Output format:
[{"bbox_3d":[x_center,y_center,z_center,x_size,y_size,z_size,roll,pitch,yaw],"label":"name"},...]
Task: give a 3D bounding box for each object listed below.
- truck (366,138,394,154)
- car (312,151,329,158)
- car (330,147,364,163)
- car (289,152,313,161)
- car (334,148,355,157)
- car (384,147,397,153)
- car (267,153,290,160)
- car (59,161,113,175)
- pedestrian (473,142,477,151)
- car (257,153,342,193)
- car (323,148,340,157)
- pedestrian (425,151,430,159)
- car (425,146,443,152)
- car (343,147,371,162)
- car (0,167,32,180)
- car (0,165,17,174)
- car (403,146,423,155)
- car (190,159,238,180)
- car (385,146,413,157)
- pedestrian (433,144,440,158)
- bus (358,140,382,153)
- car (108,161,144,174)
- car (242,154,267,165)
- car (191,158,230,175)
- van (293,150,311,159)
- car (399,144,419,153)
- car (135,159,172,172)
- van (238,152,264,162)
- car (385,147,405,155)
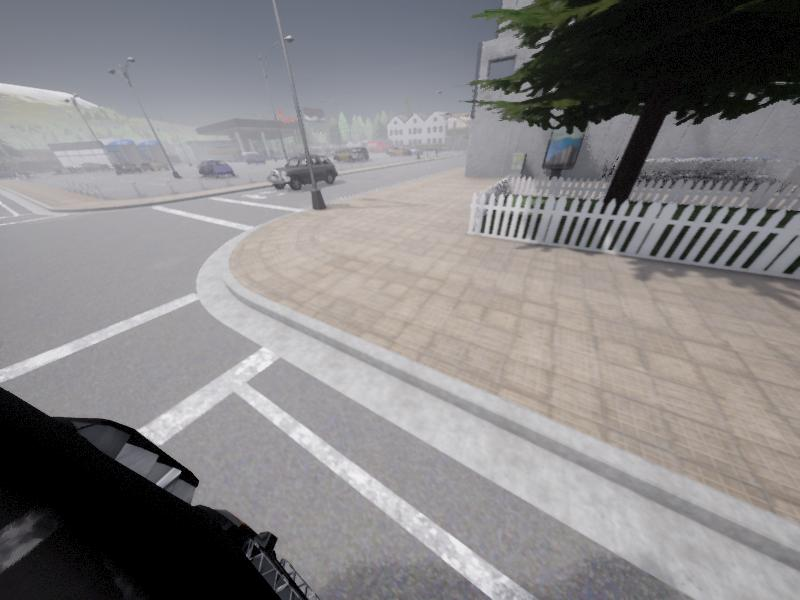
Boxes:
[{"bbox_3d":[-6.238,-48.935,73.512,8.468,3.827,2.891,17,39,27],"label":"truck"},{"bbox_3d":[-20.629,-37.767,59.960,3.806,1.475,1.970,17,38,27],"label":"car"},{"bbox_3d":[-7.992,-21.815,34.865,4.605,1.855,1.932,17,38,27],"label":"car"},{"bbox_3d":[-20.460,-29.672,47.753,4.514,1.523,2.007,17,38,27],"label":"car"},{"bbox_3d":[-13.382,-35.764,56.031,4.605,1.855,1.932,17,38,27],"label":"car"},{"bbox_3d":[-3.034,-49.297,75.883,3.705,1.549,1.789,17,39,27],"label":"car"},{"bbox_3d":[-33.199,-39.415,63.389,2.038,1.542,4.974,17,39,27],"label":"car"},{"bbox_3d":[-54.686,-23.129,40.414,1.930,1.638,5.238,17,39,27],"label":"car"},{"bbox_3d":[20.577,-42.074,63.282,0.751,1.860,0.751,9,36,17],"label":"pedestrian"},{"bbox_3d":[-6.332,-8.499,15.234,1.932,1.855,4.605,17,38,27],"label":"car"},{"bbox_3d":[-18.388,-39.473,61.852,3.866,1.878,1.905,17,38,27],"label":"car"},{"bbox_3d":[4.248,-22.272,35.497,0.500,1.100,0.500,19,39,29],"label":"pedestrian"},{"bbox_3d":[9.744,-42.920,65.780,4.718,1.301,1.895,17,39,27],"label":"car"},{"bbox_3d":[-6.833,-23.367,37.070,3.866,1.878,1.905,17,38,27],"label":"car"},{"bbox_3d":[-59.198,-18.857,34.466,1.816,1.474,4.193,17,39,27],"label":"car"},{"bbox_3d":[-89.437,-28.543,50.716,2.033,1.649,4.856,6,35,13],"label":"car"},{"bbox_3d":[2.887,-32.751,50.734,3.806,1.475,1.970,17,38,27],"label":"car"},{"bbox_3d":[-17.763,-12.503,22.088,3.633,1.501,1.845,17,38,27],"label":"car"},{"bbox_3d":[-0.177,-29.582,46.058,5.027,1.636,2.152,17,38,27],"label":"car"},{"bbox_3d":[6.013,-24.326,37.767,0.751,1.860,0.751,15,38,25],"label":"pedestrian"},{"bbox_3d":[-12.168,-63.737,95.948,3.944,4.253,10.273,17,39,27],"label":"bus"},{"bbox_3d":[-39.987,-19.408,33.758,4.514,1.523,2.007,17,38,27],"label":"car"},{"bbox_3d":[-25.692,-24.762,40.798,3.633,1.501,1.845,17,38,27],"label":"car"},{"bbox_3d":[-22.546,-15.918,27.511,3.806,1.475,1.970,17,38,27],"label":"car"},{"bbox_3d":[-29.071,-43.433,68.766,1.775,1.987,4.442,17,39,27],"label":"van"},{"bbox_3d":[2.654,-45.431,69.325,5.566,2.045,2.150,17,39,27],"label":"car"},{"bbox_3d":[-38.401,-20.969,35.970,5.027,1.636,2.152,17,38,27],"label":"car"},{"bbox_3d":[-37.270,-35.816,57.879,2.069,2.038,4.480,17,39,27],"label":"van"},{"bbox_3d":[-1.222,-36.357,56.498,4.514,1.523,2.007,17,38,27],"label":"car"}]
